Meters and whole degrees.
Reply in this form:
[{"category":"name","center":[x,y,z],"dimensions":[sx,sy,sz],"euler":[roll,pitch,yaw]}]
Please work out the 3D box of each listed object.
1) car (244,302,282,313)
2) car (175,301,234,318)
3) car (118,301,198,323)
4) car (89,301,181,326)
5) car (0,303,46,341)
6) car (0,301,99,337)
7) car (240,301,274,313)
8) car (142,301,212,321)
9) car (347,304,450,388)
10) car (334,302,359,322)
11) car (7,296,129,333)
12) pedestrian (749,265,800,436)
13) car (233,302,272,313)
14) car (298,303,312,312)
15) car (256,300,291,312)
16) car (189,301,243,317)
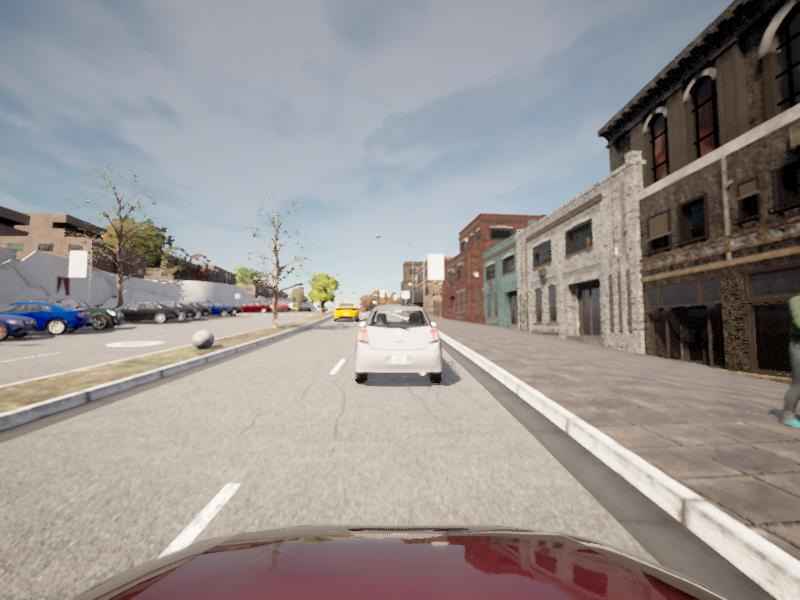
[{"category":"car","center":[-21.446,1.191,62.692],"dimensions":[5.366,1.575,1.946],"euler":[0,-1,-26]},{"category":"car","center":[-18.940,0.890,38.969],"dimensions":[5.008,1.535,2.097],"euler":[0,-1,-26]},{"category":"car","center":[-18.024,0.854,30.144],"dimensions":[4.892,1.521,2.231],"euler":[0,0,-25]},{"category":"car","center":[-17.773,0.846,27.198],"dimensions":[4.892,1.521,2.231],"euler":[0,0,-24]},{"category":"car","center":[-17.054,0.862,15.414],"dimensions":[4.674,1.452,2.002],"euler":[-1,0,-22]},{"category":"car","center":[-17.187,0.826,18.361],"dimensions":[5.008,1.535,2.097],"euler":[-1,0,-23]},{"category":"car","center":[-21.306,1.010,59.637],"dimensions":[4.553,1.767,2.185],"euler":[0,-1,-26]},{"category":"car","center":[-18.302,0.865,33.090],"dimensions":[4.892,1.521,2.231],"euler":[0,0,-25]},{"category":"car","center":[-0.046,0.847,9.049],"dimensions":[1.845,1.501,3.633],"euler":[0,0,-1]},{"category":"car","center":[-4.362,0.930,33.184],"dimensions":[1.882,1.535,5.008],"euler":[0,0,-5]},{"category":"car","center":[-17.392,0.706,21.298],"dimensions":[4.553,1.767,2.185],"euler":[0,0,-23]},{"category":"pedestrian","center":[4.714,0.563,4.531],"dimensions":[0.751,1.860,0.751],"euler":[1,-4,-9]},{"category":"car","center":[-20.932,1.083,56.690],"dimensions":[5.008,1.535,2.097],"euler":[0,-1,-26]},{"category":"car","center":[-18.052,1.511,76.232],"dimensions":[1.930,1.638,5.238],"euler":[0,-2,-6]},{"category":"car","center":[-22.593,1.155,71.497],"dimensions":[5.566,2.045,2.435],"euler":[0,-2,-26]},{"category":"car","center":[-19.270,0.908,41.913],"dimensions":[5.008,1.535,2.097],"euler":[0,-1,-26]}]
